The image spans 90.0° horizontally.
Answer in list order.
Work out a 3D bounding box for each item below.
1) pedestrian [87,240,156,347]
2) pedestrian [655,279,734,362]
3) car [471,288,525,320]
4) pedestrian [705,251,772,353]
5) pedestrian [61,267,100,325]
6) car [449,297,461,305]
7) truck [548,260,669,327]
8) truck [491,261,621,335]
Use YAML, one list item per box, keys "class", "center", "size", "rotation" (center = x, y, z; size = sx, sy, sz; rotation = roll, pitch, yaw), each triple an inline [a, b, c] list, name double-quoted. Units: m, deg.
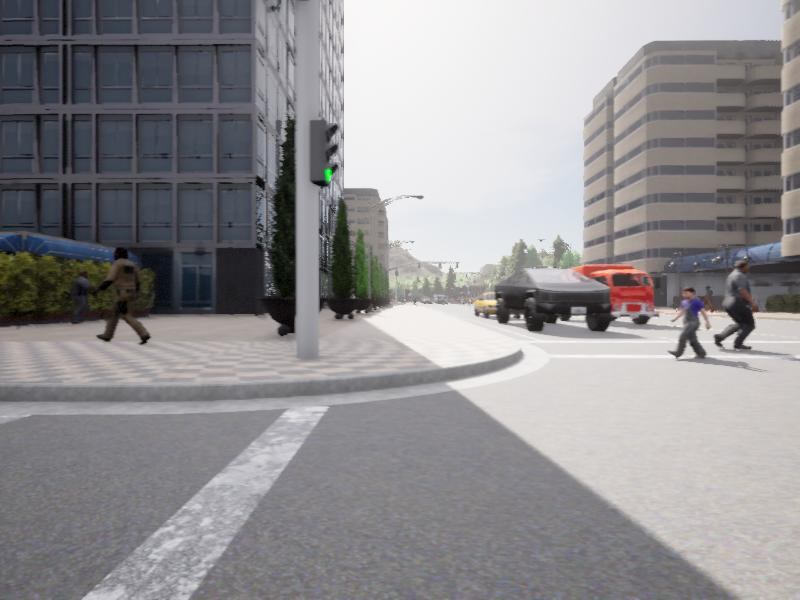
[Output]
- class: "pedestrian"
  center: [-5.089, -0.115, 7.358]
  size: [0.751, 1.860, 0.751]
  rotation: [0, 0, 1]
- class: "pedestrian"
  center: [4.869, 0.317, 6.657]
  size: [0.751, 1.300, 0.751]
  rotation: [0, 0, -2]
- class: "car"
  center: [5.284, 0.201, 22.363]
  size: [1.801, 1.575, 5.366]
  rotation: [0, 0, 1]
- class: "pedestrian"
  center: [6.527, 0.037, 7.758]
  size: [0.751, 1.860, 0.751]
  rotation: [0, 0, 16]
- class: "pedestrian"
  center: [-10.594, -0.117, 13.260]
  size: [0.751, 1.860, 0.751]
  rotation: [0, 0, 24]
- class: "car"
  center: [12.971, 0.223, 95.152]
  size: [2.242, 1.667, 4.611]
  rotation: [0, 0, 1]
- class: "truck"
  center: [8.693, -0.244, 17.435]
  size: [2.627, 2.467, 5.204]
  rotation: [0, 0, 1]
- class: "truck"
  center: [5.150, -0.058, 14.530]
  size: [2.390, 2.098, 6.274]
  rotation: [0, 0, 1]
